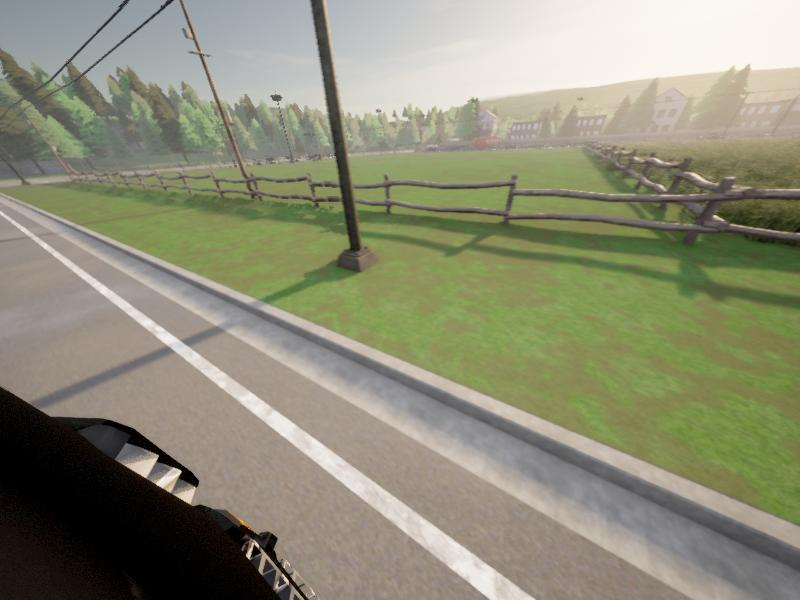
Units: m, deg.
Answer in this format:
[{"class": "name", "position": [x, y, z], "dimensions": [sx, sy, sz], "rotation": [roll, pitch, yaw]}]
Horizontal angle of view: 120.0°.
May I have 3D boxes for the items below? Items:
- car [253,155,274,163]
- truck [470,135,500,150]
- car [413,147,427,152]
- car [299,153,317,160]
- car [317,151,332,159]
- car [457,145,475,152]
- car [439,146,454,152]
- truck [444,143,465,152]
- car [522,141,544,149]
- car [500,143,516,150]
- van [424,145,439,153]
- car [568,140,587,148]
[{"class": "car", "position": [-39.120, -40.517, 66.332], "dimensions": [1.837, 1.490, 4.892], "rotation": [16, 38, 26]}, {"class": "truck", "position": [28.411, -52.767, 77.647], "dimensions": [8.468, 3.827, 2.891], "rotation": [16, 38, 26]}, {"class": "car", "position": [7.843, -57.808, 88.809], "dimensions": [5.008, 1.535, 1.882], "rotation": [16, 38, 26]}, {"class": "car", "position": [-29.356, -46.131, 74.098], "dimensions": [2.128, 1.511, 4.902], "rotation": [16, 38, 26]}, {"class": "car", "position": [-23.239, -44.642, 71.024], "dimensions": [1.905, 1.878, 3.866], "rotation": [16, 38, 26]}, {"class": "car", "position": [20.639, -47.340, 72.141], "dimensions": [4.611, 1.667, 2.242], "rotation": [16, 38, 26]}, {"class": "car", "position": [17.514, -57.160, 87.301], "dimensions": [5.027, 1.651, 2.152], "rotation": [16, 38, 26]}, {"class": "truck", "position": [18.828, -52.596, 79.657], "dimensions": [6.274, 2.098, 2.390], "rotation": [16, 38, 26]}, {"class": "car", "position": [38.238, -44.510, 66.498], "dimensions": [5.238, 1.638, 1.930], "rotation": [16, 38, 26]}, {"class": "car", "position": [33.687, -48.018, 72.243], "dimensions": [4.193, 1.474, 1.816], "rotation": [16, 38, 26]}, {"class": "van", "position": [10.943, -52.613, 80.328], "dimensions": [4.480, 2.038, 2.069], "rotation": [16, 38, 26]}, {"class": "car", "position": [49.418, -43.619, 64.436], "dimensions": [3.988, 1.617, 1.851], "rotation": [16, 38, 26]}]
